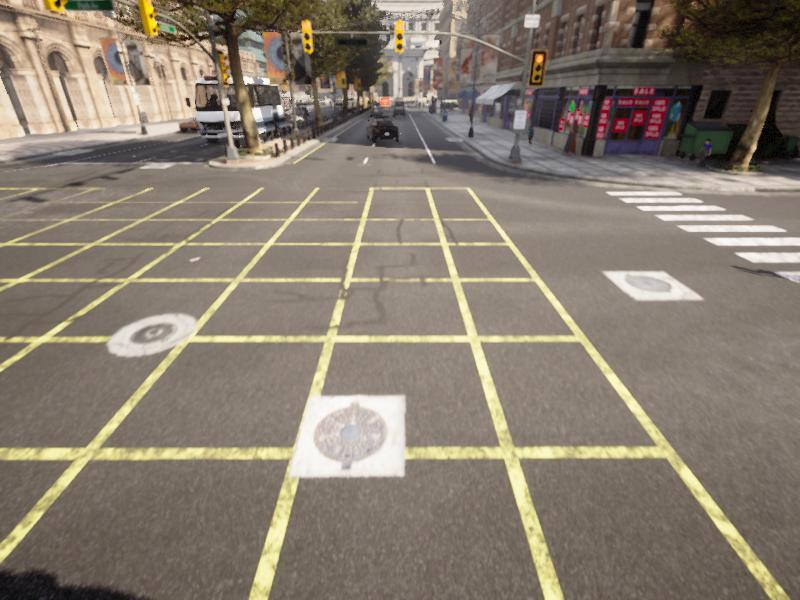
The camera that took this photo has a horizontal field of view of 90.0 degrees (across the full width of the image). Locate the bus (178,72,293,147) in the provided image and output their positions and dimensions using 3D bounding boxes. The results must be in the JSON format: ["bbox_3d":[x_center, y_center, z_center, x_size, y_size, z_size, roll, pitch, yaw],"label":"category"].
[{"bbox_3d":[-11.410,-14.200,29.672,3.944,4.253,10.273,0,27,0],"label":"bus"}]

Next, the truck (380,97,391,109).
[{"bbox_3d":[-3.613,-49.002,99.534,2.627,2.467,5.204,0,27,0],"label":"truck"}]

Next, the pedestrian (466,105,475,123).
[{"bbox_3d":[8.045,-21.173,45.532,0.751,1.860,0.751,0,27,1],"label":"pedestrian"}]

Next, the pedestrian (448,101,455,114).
[{"bbox_3d":[8.875,-33.194,68.988,0.751,1.860,0.751,-4,27,-8],"label":"pedestrian"}]

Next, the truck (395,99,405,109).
[{"bbox_3d":[-0.113,-48.819,99.584,2.390,2.098,6.274,0,27,0],"label":"truck"}]

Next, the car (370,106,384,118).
[{"bbox_3d":[-3.568,-29.100,61.794,1.970,1.475,3.806,0,27,0],"label":"car"}]

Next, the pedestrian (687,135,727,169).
[{"bbox_3d":[13.372,-6.475,17.476,0.751,1.300,0.751,-5,28,-9],"label":"pedestrian"}]

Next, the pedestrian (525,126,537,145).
[{"bbox_3d":[8.430,-10.643,25.821,0.500,1.100,0.500,2,27,3],"label":"pedestrian"}]

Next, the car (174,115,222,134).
[{"bbox_3d":[-18.289,-16.049,36.503,1.895,1.301,4.718,0,27,0],"label":"car"}]

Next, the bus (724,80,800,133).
[{"bbox_3d":[38.155,-18.981,39.052,3.944,4.253,10.273,0,27,0],"label":"bus"}]

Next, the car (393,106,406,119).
[{"bbox_3d":[-0.066,-27.804,59.249,1.837,1.490,4.892,0,27,0],"label":"car"}]

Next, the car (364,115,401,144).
[{"bbox_3d":[-1.393,-12.759,29.733,1.930,1.638,5.238,-5,27,-10],"label":"car"}]

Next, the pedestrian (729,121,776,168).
[{"bbox_3d":[15.453,-6.842,17.580,0.751,1.860,0.751,-2,27,-4],"label":"pedestrian"}]

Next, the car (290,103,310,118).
[{"bbox_3d":[-15.069,-28.642,60.435,1.905,1.878,3.866,0,27,0],"label":"car"}]

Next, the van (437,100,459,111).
[{"bbox_3d":[10.313,-41.904,86.170,4.480,2.038,2.069,2,27,3],"label":"van"}]

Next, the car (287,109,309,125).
[{"bbox_3d":[-11.860,-21.454,46.807,1.845,1.501,3.633,-2,27,-4],"label":"car"}]

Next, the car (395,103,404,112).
[{"bbox_3d":[-0.092,-39.306,81.531,1.930,1.638,5.238,0,27,0],"label":"car"}]
